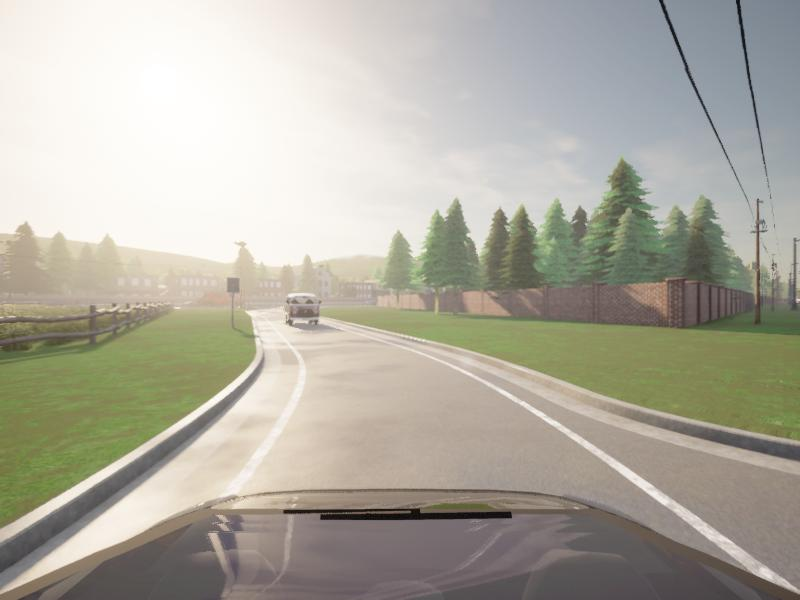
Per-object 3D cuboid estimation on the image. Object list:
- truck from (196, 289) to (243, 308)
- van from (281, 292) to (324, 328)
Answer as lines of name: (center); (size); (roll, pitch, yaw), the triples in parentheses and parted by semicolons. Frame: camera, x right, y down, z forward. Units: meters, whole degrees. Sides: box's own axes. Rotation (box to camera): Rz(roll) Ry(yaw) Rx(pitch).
truck: (-37.530, -0.293, 83.565); (2.891, 3.827, 8.468); (0, 0, 44)
van: (-6.234, 0.581, 25.150); (2.069, 2.038, 4.480); (0, 0, -21)
